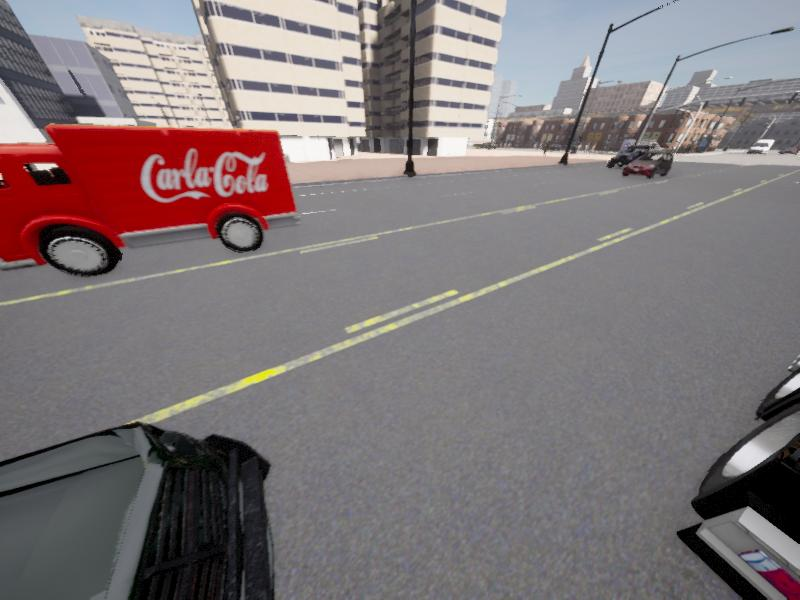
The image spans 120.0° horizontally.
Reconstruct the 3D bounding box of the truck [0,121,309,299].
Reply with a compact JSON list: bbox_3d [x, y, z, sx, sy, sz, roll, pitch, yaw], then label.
[{"bbox_3d":[-5.343,-2.436,5.287,5.204,2.467,2.627,-19,39,-25],"label":"truck"}]

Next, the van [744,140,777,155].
[{"bbox_3d":[73.655,-31.180,47.186,5.915,2.561,1.988,-19,39,-25],"label":"van"}]

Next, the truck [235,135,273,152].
[{"bbox_3d":[-41.953,-45.172,66.674,8.468,3.827,2.891,-20,39,-26],"label":"truck"}]

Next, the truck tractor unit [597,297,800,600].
[{"bbox_3d":[5.161,-0.248,0.699,6.516,4.208,3.053,-16,38,-21],"label":"truck tractor unit"}]

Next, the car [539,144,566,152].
[{"bbox_3d":[37.281,-37.246,56.491,2.128,1.511,4.902,-19,39,-25],"label":"car"}]

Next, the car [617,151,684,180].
[{"bbox_3d":[18.694,-10.104,17.265,3.988,1.617,1.851,-18,39,-25],"label":"car"}]

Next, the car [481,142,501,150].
[{"bbox_3d":[26.036,-44.219,66.296,1.930,1.638,5.238,-19,39,-25],"label":"car"}]

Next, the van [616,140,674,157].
[{"bbox_3d":[43.812,-27.434,41.651,2.351,2.431,6.366,-19,39,-25],"label":"van"}]

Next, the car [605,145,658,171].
[{"bbox_3d":[22.237,-13.733,22.258,3.866,1.878,1.905,-18,39,-25],"label":"car"}]
